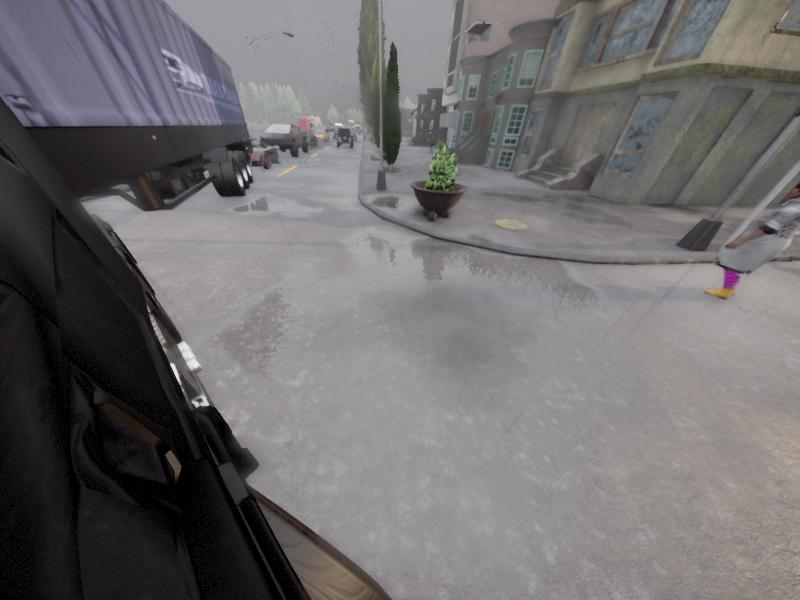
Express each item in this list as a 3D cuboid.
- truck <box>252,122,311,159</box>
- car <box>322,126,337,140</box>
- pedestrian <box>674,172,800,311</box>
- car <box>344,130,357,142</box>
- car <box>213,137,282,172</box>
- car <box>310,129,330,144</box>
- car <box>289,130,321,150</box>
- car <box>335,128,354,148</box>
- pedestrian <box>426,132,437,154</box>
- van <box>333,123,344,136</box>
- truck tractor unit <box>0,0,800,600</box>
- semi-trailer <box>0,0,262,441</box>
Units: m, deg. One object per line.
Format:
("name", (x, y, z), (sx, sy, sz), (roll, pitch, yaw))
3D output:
("truck", (-9.393, -13.278, 19.120), (2.390, 2.098, 6.274), (-2, 37, -7))
("car", (-13.130, -31.362, 43.340), (1.932, 1.855, 4.605), (-2, 37, -7))
("pedestrian", (5.599, -0.866, 3.579), (0.751, 1.860, 0.751), (-14, 40, -21))
("car", (-8.646, -28.823, 40.558), (1.970, 1.475, 3.806), (-2, 37, -7))
("car", (-8.650, -8.671, 13.620), (1.994, 1.385, 4.181), (-5, 37, -10))
("car", (-11.699, -24.253, 34.139), (1.801, 1.575, 5.366), (-2, 37, -7))
("car", (-10.402, -17.898, 25.751), (2.128, 1.511, 4.902), (-2, 37, -7))
("car", (-6.869, -20.371, 28.978), (1.905, 1.878, 3.866), (-2, 37, -7))
("pedestrian", (3.271, -16.312, 24.015), (0.751, 1.860, 0.751), (-5, 37, -10))
("van", (-15.571, -43.566, 58.978), (1.988, 2.561, 5.915), (-2, 37, -7))
("truck tractor unit", (-2.645, -0.295, 0.352), (6.516, 4.208, 3.053), (28, 44, 30))
("semi-trailer", (-6.238, -4.573, 5.691), (2.717, 4.402, 14.254), (-11, 39, -18))
